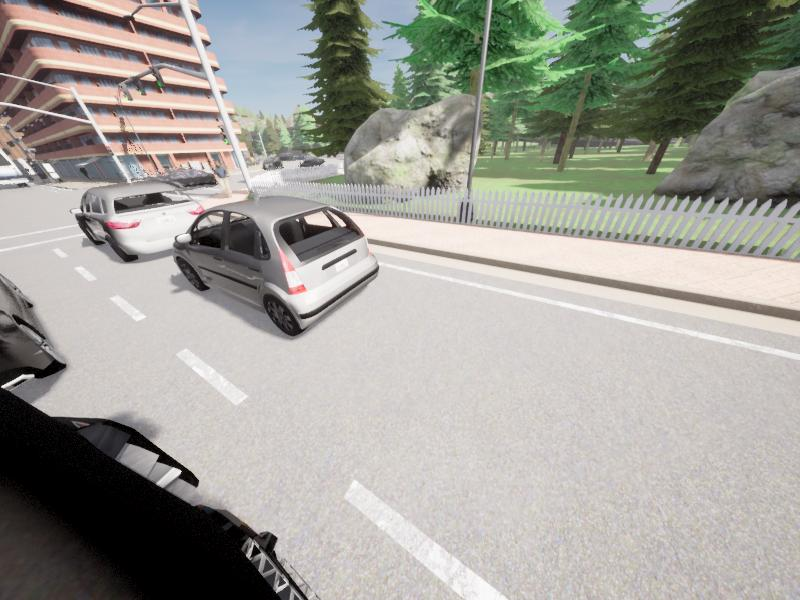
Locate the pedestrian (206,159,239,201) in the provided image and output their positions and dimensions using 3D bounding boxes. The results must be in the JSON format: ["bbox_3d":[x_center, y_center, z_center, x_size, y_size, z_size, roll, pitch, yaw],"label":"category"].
[{"bbox_3d":[-9.423,-6.405,12.321,0.751,1.860,0.751,-22,38,-26],"label":"pedestrian"}]

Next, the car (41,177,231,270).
[{"bbox_3d":[-7.775,-2.549,6.878,4.611,1.667,2.242,17,38,27],"label":"car"}]

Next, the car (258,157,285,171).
[{"bbox_3d":[-18.951,-20.179,34.295,1.789,1.549,3.705,-2,34,1],"label":"car"}]

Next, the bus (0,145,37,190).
[{"bbox_3d":[-49.466,-15.804,27.735,10.273,4.253,3.944,16,38,27],"label":"bus"}]

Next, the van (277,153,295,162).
[{"bbox_3d":[-32.184,-40.184,65.053,4.442,1.987,1.775,17,38,27],"label":"van"}]

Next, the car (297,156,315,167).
[{"bbox_3d":[-15.896,-23.603,39.285,1.970,1.475,3.806,-7,34,-7],"label":"car"}]

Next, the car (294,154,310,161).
[{"bbox_3d":[-28.367,-41.057,66.527,4.193,1.474,1.816,18,39,28],"label":"car"}]

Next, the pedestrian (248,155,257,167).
[{"bbox_3d":[-26.289,-24.735,41.128,0.751,1.860,0.751,-20,37,-24],"label":"pedestrian"}]

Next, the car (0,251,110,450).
[{"bbox_3d":[-6.014,0.306,2.586,4.902,1.511,2.128,16,38,27],"label":"car"}]

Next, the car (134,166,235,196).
[{"bbox_3d":[-16.603,-9.536,18.236,2.033,1.411,5.357,17,38,27],"label":"car"}]

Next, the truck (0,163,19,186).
[{"bbox_3d":[-60.299,-18.909,33.626,8.468,3.827,2.891,16,38,27],"label":"truck"}]

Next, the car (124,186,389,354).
[{"bbox_3d":[-2.422,-0.930,4.083,3.988,1.617,1.851,16,38,27],"label":"car"}]

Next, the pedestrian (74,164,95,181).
[{"bbox_3d":[-41.800,-16.883,30.608,0.751,1.860,0.751,17,38,27],"label":"pedestrian"}]

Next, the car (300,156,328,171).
[{"bbox_3d":[-12.028,-19.375,32.605,1.837,1.490,4.892,0,34,4],"label":"car"}]
